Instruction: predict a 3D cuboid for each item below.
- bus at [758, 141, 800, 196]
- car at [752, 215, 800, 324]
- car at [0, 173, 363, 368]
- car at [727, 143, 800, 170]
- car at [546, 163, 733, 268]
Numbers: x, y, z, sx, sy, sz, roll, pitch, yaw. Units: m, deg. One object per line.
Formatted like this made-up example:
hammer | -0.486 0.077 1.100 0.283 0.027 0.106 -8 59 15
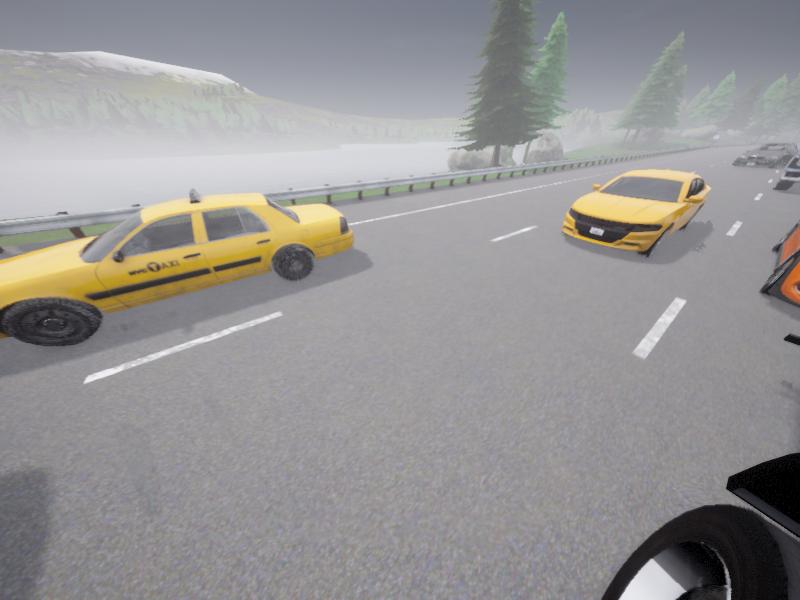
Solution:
bus | 21.991 -7.497 10.622 10.273 4.253 3.944 -22 40 -28
car | 7.969 -0.844 3.463 4.553 1.767 2.097 -22 41 -28
car | -3.530 -0.988 3.962 5.366 1.575 1.801 -22 41 -28
car | 29.938 -11.768 18.818 4.611 1.667 2.242 -15 37 -20
car | 6.412 -2.568 6.140 5.008 1.535 1.882 -22 41 -28
